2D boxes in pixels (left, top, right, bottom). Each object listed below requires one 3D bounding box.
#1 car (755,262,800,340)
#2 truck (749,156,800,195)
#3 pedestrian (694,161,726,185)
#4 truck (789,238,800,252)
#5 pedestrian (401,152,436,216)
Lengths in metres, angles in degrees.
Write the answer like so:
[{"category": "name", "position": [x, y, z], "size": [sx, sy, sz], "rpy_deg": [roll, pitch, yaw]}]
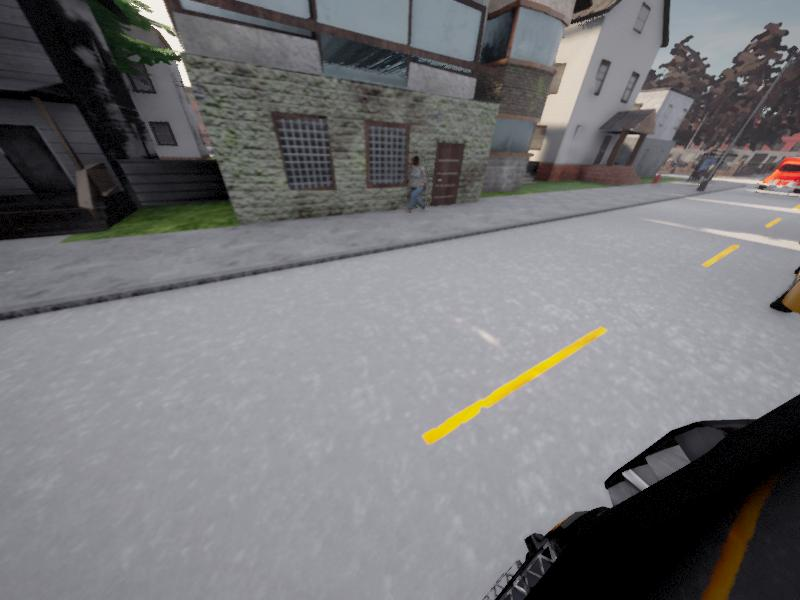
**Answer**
[{"category": "car", "position": [8.284, -0.420, 3.636], "size": [5.008, 1.535, 1.882], "rpy_deg": [-16, 38, -25]}, {"category": "truck", "position": [33.238, -10.519, 19.498], "size": [5.204, 2.467, 2.627], "rpy_deg": [-15, 37, -25]}, {"category": "pedestrian", "position": [27.846, -11.410, 20.775], "size": [0.751, 1.860, 0.751], "rpy_deg": [-13, 37, -21]}, {"category": "truck", "position": [14.767, -2.528, 6.693], "size": [6.274, 2.098, 2.390], "rpy_deg": [-16, 38, -25]}, {"category": "pedestrian", "position": [0.595, -3.960, 7.929], "size": [0.751, 1.860, 0.751], "rpy_deg": [-16, 38, -26]}]
